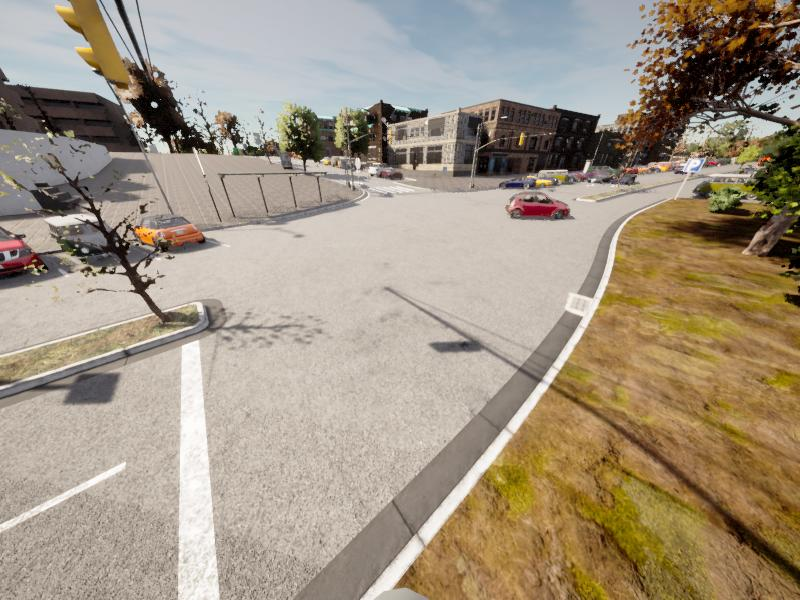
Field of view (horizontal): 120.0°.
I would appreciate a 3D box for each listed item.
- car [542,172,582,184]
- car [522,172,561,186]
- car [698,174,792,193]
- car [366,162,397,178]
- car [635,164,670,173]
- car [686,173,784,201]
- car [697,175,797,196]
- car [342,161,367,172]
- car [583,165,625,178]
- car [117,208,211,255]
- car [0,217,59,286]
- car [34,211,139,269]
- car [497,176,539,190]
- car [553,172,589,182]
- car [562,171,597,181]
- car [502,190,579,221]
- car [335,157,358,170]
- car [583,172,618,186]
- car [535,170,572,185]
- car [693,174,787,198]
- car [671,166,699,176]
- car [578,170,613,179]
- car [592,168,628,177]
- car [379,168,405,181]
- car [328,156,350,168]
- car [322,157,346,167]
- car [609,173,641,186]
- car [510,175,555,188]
[{"bbox_3d":[26.611,-20.140,38.075,4.892,1.521,2.231,19,36,32],"label":"car"},{"bbox_3d":[21.562,-18.424,35.211,4.553,1.767,2.185,19,36,31],"label":"car"},{"bbox_3d":[37.900,-13.039,25.682,5.366,1.575,1.946,21,38,31],"label":"car"},{"bbox_3d":[-3.124,-22.424,39.795,2.435,2.045,5.566,21,37,23],"label":"car"},{"bbox_3d":[60.044,-31.365,55.174,5.366,1.575,1.946,22,38,35],"label":"car"},{"bbox_3d":[30.571,-10.506,21.390,4.442,1.987,1.878,20,38,31],"label":"car"},{"bbox_3d":[35.730,-12.037,24.127,5.366,1.575,1.946,21,37,31],"label":"car"},{"bbox_3d":[-8.914,-26.385,45.522,2.231,1.521,4.892,21,37,23],"label":"car"},{"bbox_3d":[39.365,-24.796,44.732,5.566,2.045,2.435,20,37,33],"label":"car"},{"bbox_3d":[-13.789,-4.164,13.541,4.553,1.767,2.185,15,35,27],"label":"car"},{"bbox_3d":[-18.453,-2.226,10.271,5.566,2.045,2.435,15,34,27],"label":"car"},{"bbox_3d":[-16.054,-3.211,11.856,4.442,1.987,1.878,15,34,27],"label":"car"},{"bbox_3d":[16.543,-16.502,32.563,4.792,1.488,2.163,18,36,31],"label":"car"},{"bbox_3d":[29.144,-21.005,39.471,4.674,1.452,2.002,19,37,32],"label":"car"},{"bbox_3d":[31.680,-21.906,40.851,4.674,1.452,2.002,19,36,32],"label":"car"},{"bbox_3d":[9.557,-6.625,16.158,3.988,1.617,1.851,5,33,10],"label":"car"},{"bbox_3d":[-10.866,-27.919,47.185,1.878,1.987,4.442,21,37,23],"label":"car"},{"bbox_3d":[30.856,-18.688,35.528,4.902,1.511,2.128,-20,35,-27],"label":"car"},{"bbox_3d":[24.186,-19.390,36.497,4.442,1.987,1.878,19,36,31],"label":"car"},{"bbox_3d":[33.092,-11.306,22.797,4.553,1.767,2.185,20,37,31],"label":"car"},{"bbox_3d":[56.087,-25.421,45.477,4.792,1.488,2.163,-18,34,-25],"label":"car"},{"bbox_3d":[36.781,-23.674,43.552,4.674,1.452,2.002,20,37,33],"label":"car"},{"bbox_3d":[41.921,-25.455,46.197,5.008,1.535,2.097,20,37,33],"label":"car"},{"bbox_3d":[-1.231,-20.775,38.067,2.002,1.452,4.674,21,37,23],"label":"car"},{"bbox_3d":[-12.791,-29.317,49.059,1.878,1.987,4.442,21,37,23],"label":"car"},{"bbox_3d":[-14.577,-30.665,51.280,1.946,1.575,5.366,21,37,23],"label":"car"},{"bbox_3d":[32.329,-17.390,33.249,4.193,1.474,1.816,-20,35,-27],"label":"car"},{"bbox_3d":[19.246,-17.332,33.735,5.366,1.575,1.946,18,36,31],"label":"car"}]
